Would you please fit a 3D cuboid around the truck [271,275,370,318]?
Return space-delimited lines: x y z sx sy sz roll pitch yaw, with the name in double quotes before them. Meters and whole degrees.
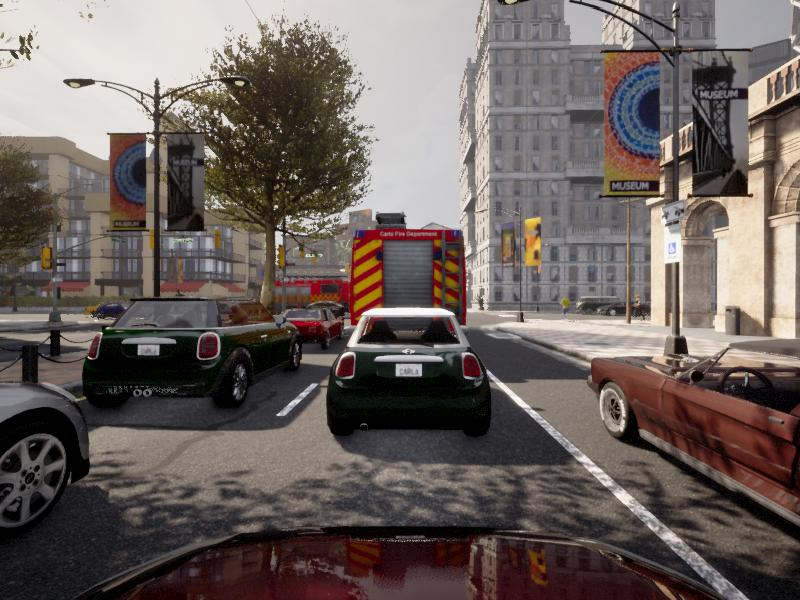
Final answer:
"truck" -7.091 -0.321 36.637 8.468 3.827 2.891 0 0 1

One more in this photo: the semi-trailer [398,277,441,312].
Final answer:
"semi-trailer" 2.402 -0.618 57.544 2.717 4.402 14.254 0 0 -12

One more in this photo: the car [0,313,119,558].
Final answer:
"car" -3.473 0.853 1.600 1.970 1.475 3.806 0 0 1

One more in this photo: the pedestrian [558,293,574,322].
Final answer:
"pedestrian" 10.823 0.485 26.150 0.751 1.860 0.751 0 0 0

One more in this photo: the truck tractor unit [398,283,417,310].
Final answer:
"truck tractor unit" 1.260 -0.516 65.335 3.053 4.208 6.516 0 0 2

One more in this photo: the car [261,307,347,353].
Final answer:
"car" -3.218 0.944 14.445 1.895 1.301 4.718 0 0 1

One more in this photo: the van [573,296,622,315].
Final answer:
"van" 21.300 0.599 43.240 4.442 1.987 1.775 0 0 1

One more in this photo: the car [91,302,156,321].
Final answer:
"car" -22.197 0.870 32.179 4.674 1.442 1.812 0 0 17

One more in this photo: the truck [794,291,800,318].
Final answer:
"truck" 39.284 0.361 35.886 5.204 2.467 2.627 0 0 1

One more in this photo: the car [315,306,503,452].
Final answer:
"car" 0.119 0.853 6.110 1.970 1.475 3.806 0 0 1

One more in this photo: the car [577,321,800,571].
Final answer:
"car" 3.308 0.938 3.058 1.895 1.301 4.718 0 0 1

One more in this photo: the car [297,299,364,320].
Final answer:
"car" -5.690 0.771 33.122 5.238 1.638 1.930 0 0 1

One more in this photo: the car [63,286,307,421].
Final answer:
"car" -3.355 0.694 7.527 2.097 1.767 4.553 0 0 1

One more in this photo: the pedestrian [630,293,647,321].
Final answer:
"pedestrian" 16.049 0.485 26.958 0.751 1.860 0.751 0 0 11

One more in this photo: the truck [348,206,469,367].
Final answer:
"truck" 0.274 -0.321 13.781 2.891 3.827 8.468 0 0 1

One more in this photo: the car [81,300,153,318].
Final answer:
"car" -26.049 0.803 36.982 5.366 1.575 1.801 0 0 -1

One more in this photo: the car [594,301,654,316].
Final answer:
"car" 22.181 0.844 39.726 4.892 1.490 1.837 0 0 1
